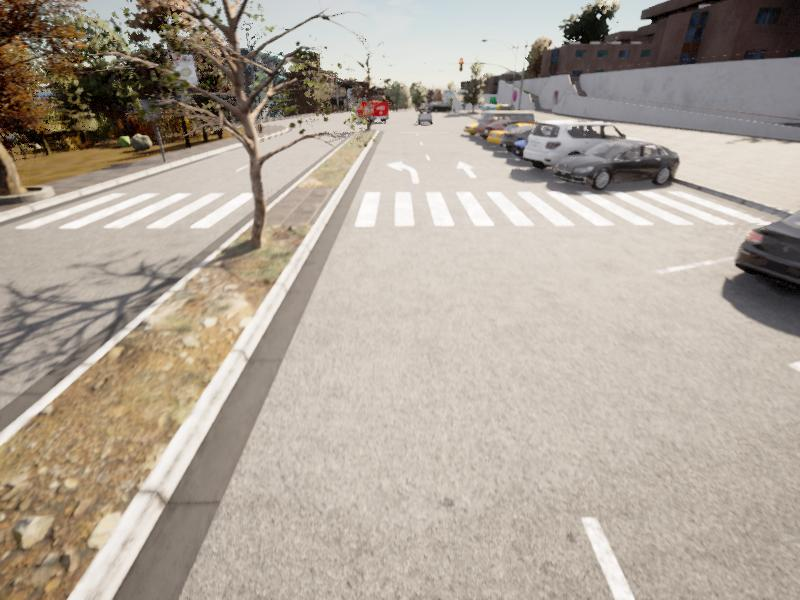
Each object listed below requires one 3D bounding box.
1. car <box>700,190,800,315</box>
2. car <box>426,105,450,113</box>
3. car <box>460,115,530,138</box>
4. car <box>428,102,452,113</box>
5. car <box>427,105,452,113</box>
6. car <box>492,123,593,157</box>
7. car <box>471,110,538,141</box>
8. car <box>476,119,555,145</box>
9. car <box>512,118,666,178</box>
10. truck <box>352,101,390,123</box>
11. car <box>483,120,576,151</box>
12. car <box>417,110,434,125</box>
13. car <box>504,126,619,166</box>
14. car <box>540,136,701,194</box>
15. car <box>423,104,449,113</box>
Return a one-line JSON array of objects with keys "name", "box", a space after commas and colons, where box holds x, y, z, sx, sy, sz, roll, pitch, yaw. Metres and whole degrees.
[{"name": "car", "box": [8.073, -1.000, 6.919, 4.674, 1.452, 2.002, -9, 28, -18]}, {"name": "car", "box": [8.084, -40.844, 85.444, 4.674, 1.452, 2.002, -8, 27, -18]}, {"name": "car", "box": [7.906, -14.561, 33.404, 5.366, 1.575, 1.946, -9, 29, -18]}, {"name": "car", "box": [7.974, -38.495, 79.918, 4.442, 1.987, 1.878, -8, 27, -18]}, {"name": "car", "box": [8.076, -39.560, 82.761, 4.674, 1.452, 2.002, -8, 27, -18]}, {"name": "car", "box": [8.071, -9.183, 22.830, 4.892, 1.521, 2.231, -9, 28, -18]}, {"name": "car", "box": [7.972, -13.419, 30.666, 4.442, 1.987, 1.878, -9, 29, -18]}, {"name": "car", "box": [8.104, -11.866, 28.172, 4.792, 1.488, 2.163, -9, 28, -18]}, {"name": "car", "box": [8.106, -6.707, 17.414, 5.566, 2.045, 2.435, -9, 28, -18]}, {"name": "truck", "box": [-3.795, -24.607, 52.317, 2.627, 2.467, 5.204, -16, 30, -30]}, {"name": "car", "box": [8.252, -10.567, 25.546, 5.366, 1.575, 1.946, -9, 28, -18]}, {"name": "car", "box": [3.001, -22.082, 48.234, 1.845, 1.501, 3.633, -1, 27, 0]}, {"name": "car", "box": [8.084, -7.830, 20.169, 5.008, 1.535, 2.097, -9, 29, -18]}, {"name": "car", "box": [8.087, -5.116, 14.857, 4.892, 1.521, 2.231, -9, 29, -18]}, {"name": "car", "box": [7.908, -42.142, 88.053, 5.366, 1.575, 1.946, -8, 27, -18]}]
